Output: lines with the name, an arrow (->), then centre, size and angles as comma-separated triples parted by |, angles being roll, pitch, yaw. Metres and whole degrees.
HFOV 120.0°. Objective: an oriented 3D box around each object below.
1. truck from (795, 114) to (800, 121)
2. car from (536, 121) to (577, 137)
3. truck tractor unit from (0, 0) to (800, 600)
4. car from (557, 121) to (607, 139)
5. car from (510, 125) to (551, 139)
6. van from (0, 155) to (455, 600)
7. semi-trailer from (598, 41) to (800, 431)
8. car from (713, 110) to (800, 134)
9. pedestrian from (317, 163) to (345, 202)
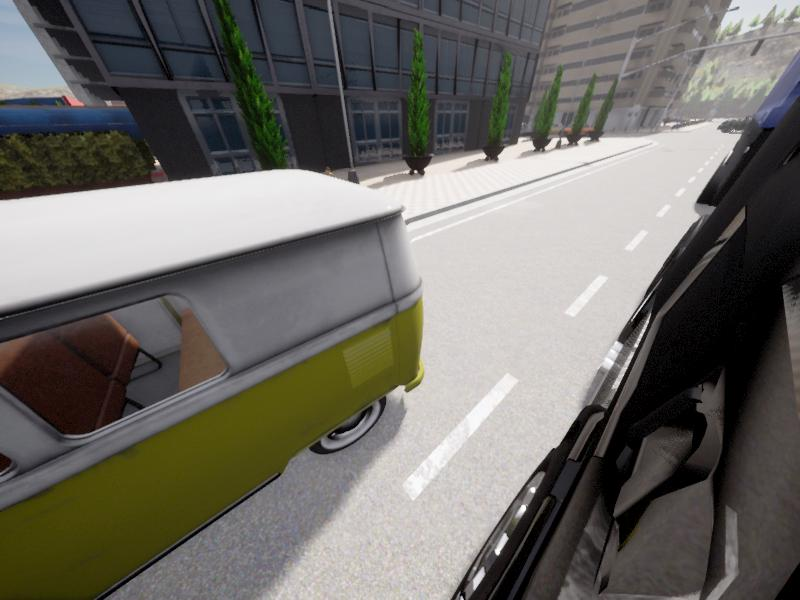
truck -> 90.234, -40.872, 50.597 | 5.204, 2.467, 2.627 | -28, 44, -30
car -> 24.288, -26.608, 36.040 | 1.932, 1.855, 4.605 | -28, 44, -30
truck tractor unit -> 2.645, -0.295, 0.351 | 6.516, 4.208, 3.053 | -28, 44, -30
car -> 24.595, -23.069, 31.360 | 2.097, 1.767, 4.553 | -28, 43, -29
car -> 20.172, -26.031, 35.832 | 2.128, 1.511, 4.902 | -28, 44, -30
van -> -2.009, 0.606, 1.296 | 4.442, 1.987, 1.775 | -25, 42, -27
semi-trailer -> 8.683, -3.615, 4.242 | 14.254, 4.402, 2.717 | -28, 44, -30
car -> 42.042, -20.944, 27.258 | 2.150, 2.045, 5.566 | -28, 44, -30
pedestrian -> -2.361, -4.035, 7.967 | 0.500, 1.100, 0.500 | 23, 44, 30
